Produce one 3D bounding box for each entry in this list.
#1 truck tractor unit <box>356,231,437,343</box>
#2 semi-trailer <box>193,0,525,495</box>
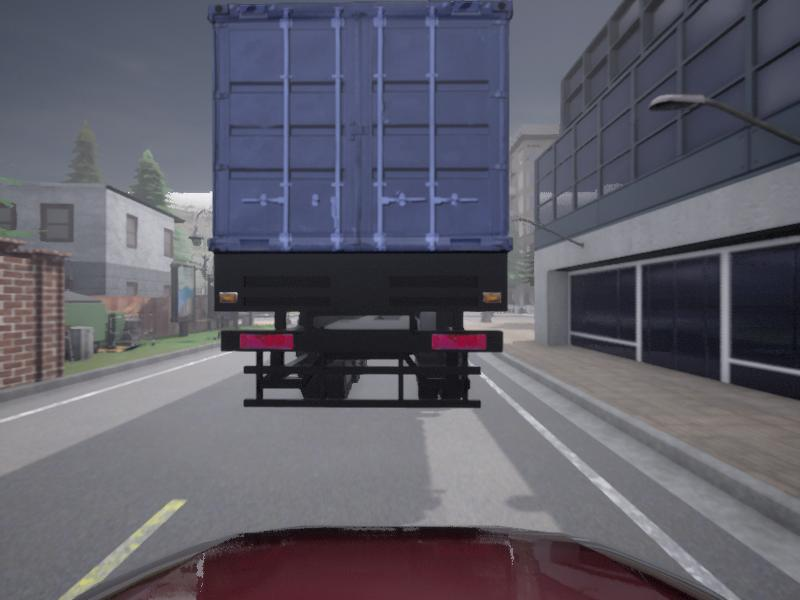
[{"bbox_3d":[-0.072,-0.495,18.306,3.053,4.208,6.516,0,0,1],"label":"truck tractor unit"},{"bbox_3d":[-0.212,-0.601,10.397,2.717,4.402,14.254,0,0,1],"label":"semi-trailer"}]
